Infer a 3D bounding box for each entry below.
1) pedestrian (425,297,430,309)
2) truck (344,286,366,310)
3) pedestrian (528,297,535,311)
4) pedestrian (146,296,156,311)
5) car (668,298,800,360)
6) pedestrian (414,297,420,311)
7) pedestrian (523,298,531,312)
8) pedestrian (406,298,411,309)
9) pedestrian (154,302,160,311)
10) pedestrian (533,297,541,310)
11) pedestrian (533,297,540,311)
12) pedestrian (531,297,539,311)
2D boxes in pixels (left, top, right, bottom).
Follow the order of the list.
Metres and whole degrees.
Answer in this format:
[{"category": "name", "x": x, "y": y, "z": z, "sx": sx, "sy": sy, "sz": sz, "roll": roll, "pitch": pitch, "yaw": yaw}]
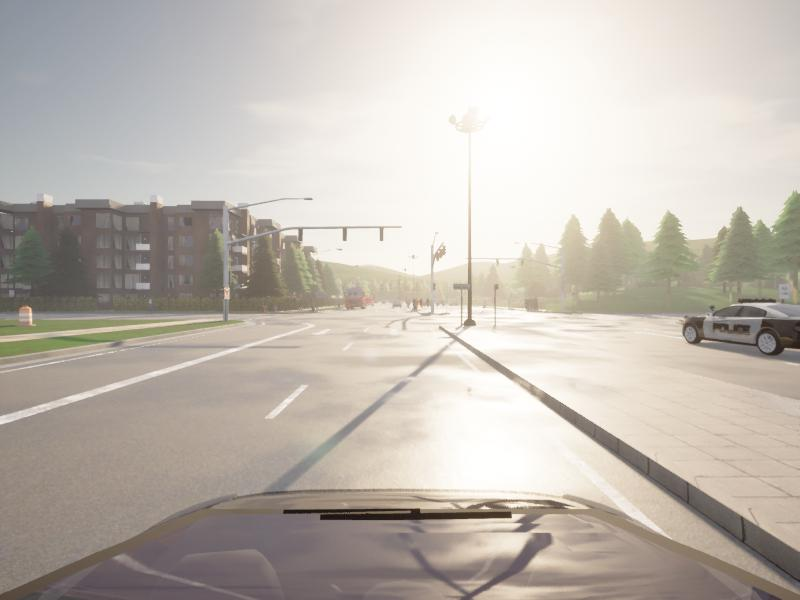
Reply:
[{"category": "pedestrian", "x": 4.481, "y": 0.480, "z": 64.362, "sx": 0.751, "sy": 1.860, "sz": 0.751, "roll": 0, "pitch": 0, "yaw": 5}, {"category": "truck", "x": -7.366, "y": -0.327, "z": 67.151, "sx": 2.891, "sy": 3.827, "sz": 8.468, "roll": 0, "pitch": 0, "yaw": -1}, {"category": "pedestrian", "x": 17.523, "y": 0.500, "z": 53.253, "sx": 0.751, "sy": 1.860, "sz": 0.751, "roll": 0, "pitch": 0, "yaw": 4}, {"category": "pedestrian", "x": -31.273, "y": 0.481, "z": 50.148, "sx": 0.751, "sy": 1.860, "sz": 0.751, "roll": 0, "pitch": 0, "yaw": 15}, {"category": "car", "x": 11.476, "y": 0.770, "z": 13.044, "sx": 1.930, "sy": 1.638, "sz": 5.238, "roll": 0, "pitch": 0, "yaw": 0}, {"category": "pedestrian", "x": 2.194, "y": 0.481, "z": 51.997, "sx": 0.751, "sy": 1.860, "sz": 0.751, "roll": 0, "pitch": 0, "yaw": 9}, {"category": "pedestrian", "x": 16.655, "y": 0.633, "z": 52.381, "sx": 0.751, "sy": 1.860, "sz": 0.751, "roll": 0, "pitch": 0, "yaw": -13}, {"category": "pedestrian", "x": 1.460, "y": 0.632, "z": 67.551, "sx": 0.751, "sy": 1.860, "sz": 0.751, "roll": 0, "pitch": 0, "yaw": -3}, {"category": "pedestrian", "x": -30.850, "y": 0.861, "z": 50.721, "sx": 0.500, "sy": 1.100, "sz": 0.500, "roll": 0, "pitch": 0, "yaw": 25}, {"category": "pedestrian", "x": 18.452, "y": 0.469, "z": 53.820, "sx": 0.751, "sy": 1.860, "sz": 0.751, "roll": 0, "pitch": 0, "yaw": -21}, {"category": "pedestrian", "x": 18.161, "y": 0.469, "z": 53.268, "sx": 0.751, "sy": 1.860, "sz": 0.751, "roll": 0, "pitch": 0, "yaw": -2}, {"category": "pedestrian", "x": 17.736, "y": 0.479, "z": 52.621, "sx": 0.751, "sy": 1.860, "sz": 0.751, "roll": 0, "pitch": 0, "yaw": -35}]
